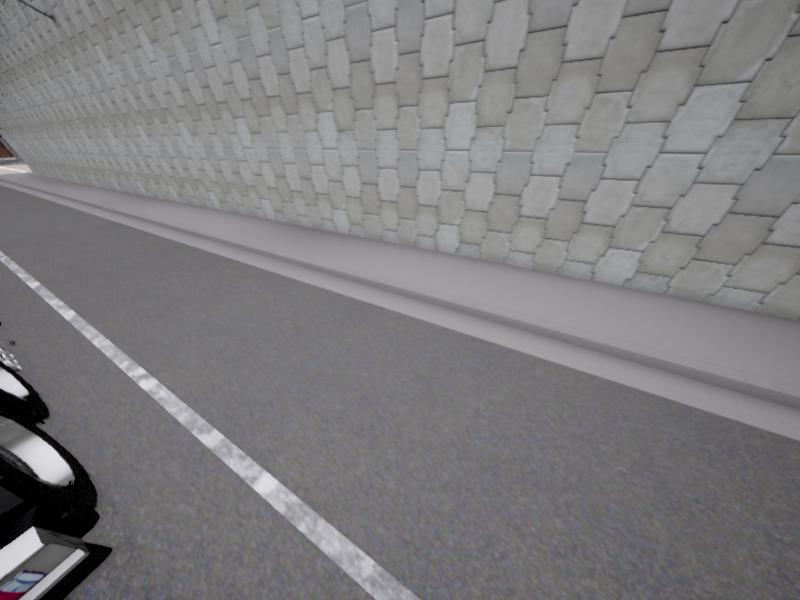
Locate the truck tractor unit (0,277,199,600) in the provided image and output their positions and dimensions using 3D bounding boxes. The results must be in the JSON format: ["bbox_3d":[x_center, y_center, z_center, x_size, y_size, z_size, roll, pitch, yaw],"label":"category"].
[{"bbox_3d":[-5.138,-0.270,0.753,6.516,4.208,3.053,17,39,23],"label":"truck tractor unit"}]
